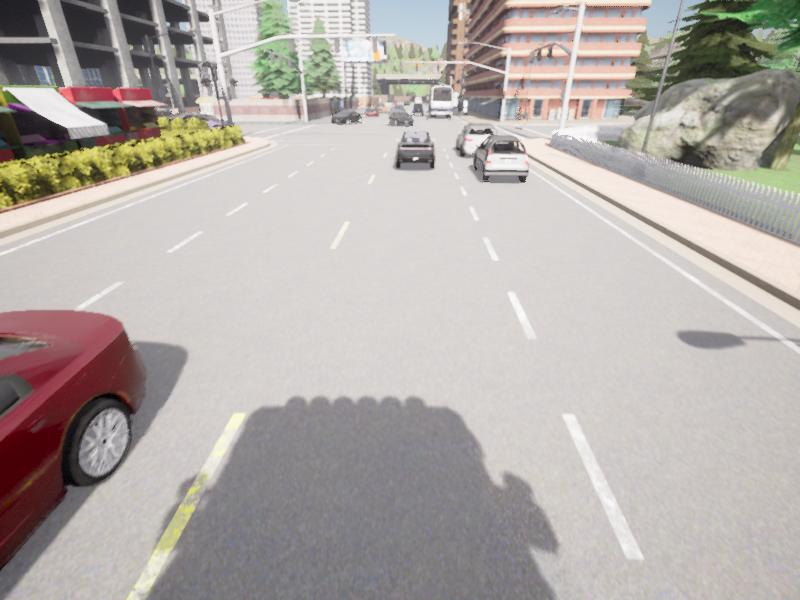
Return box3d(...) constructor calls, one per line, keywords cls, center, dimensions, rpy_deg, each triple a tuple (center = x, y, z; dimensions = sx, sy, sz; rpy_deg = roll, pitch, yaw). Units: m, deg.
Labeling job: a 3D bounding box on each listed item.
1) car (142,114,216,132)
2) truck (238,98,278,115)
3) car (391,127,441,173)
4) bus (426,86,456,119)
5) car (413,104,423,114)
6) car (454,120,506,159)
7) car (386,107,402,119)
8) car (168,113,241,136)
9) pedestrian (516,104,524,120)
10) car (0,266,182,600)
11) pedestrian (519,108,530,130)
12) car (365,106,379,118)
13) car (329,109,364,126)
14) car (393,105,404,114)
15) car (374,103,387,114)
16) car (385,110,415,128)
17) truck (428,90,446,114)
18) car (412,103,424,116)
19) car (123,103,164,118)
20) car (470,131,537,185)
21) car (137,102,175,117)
box3d(cls="car", center=(-20.089, -16.180, 36.558), dimensions=(5.357, 1.411, 2.033), rpy_deg=(1, 27, 2))
box3d(cls="truck", center=(-22.921, -31.267, 64.621), dimensions=(5.204, 2.467, 2.615), rpy_deg=(1, 27, 2))
box3d(cls="car", center=(0.771, -7.438, 19.537), dimensions=(2.128, 1.511, 4.902), rpy_deg=(1, 27, 2))
box3d(cls="bus", center=(6.196, -31.000, 62.584), dimensions=(3.944, 4.253, 10.273), rpy_deg=(1, 27, 2))
box3d(cls="car", center=(3.455, -36.842, 76.974), dimensions=(1.801, 1.575, 5.366), rpy_deg=(1, 27, 2))
box3d(cls="car", center=(4.465, -9.327, 23.066), dimensions=(2.242, 1.667, 4.611), rpy_deg=(1, 27, 2))
box3d(cls="car", center=(-0.832, -28.224, 60.269), dimensions=(2.033, 1.411, 5.357), rpy_deg=(1, 27, 2))
box3d(cls="car", center=(-16.153, -14.619, 33.263), dimensions=(4.856, 1.649, 2.033), rpy_deg=(1, 27, 2))
box3d(cls="pedestrian", center=(15.368, -24.101, 51.357), dimensions=(0.751, 1.860, 0.751), rpy_deg=(8, 28, 14))
box3d(cls="car", center=(-3.550, 1.490, 2.047), dimensions=(1.882, 1.535, 5.008), rpy_deg=(1, 27, 2))
box3d(cls="pedestrian", center=(11.848, -17.192, 38.080), dimensions=(0.751, 1.860, 0.751), rpy_deg=(5, 27, 9))
box3d(cls="car", center=(-4.272, -28.979, 61.595), dimensions=(1.851, 1.617, 3.988), rpy_deg=(1, 27, 2))
box3d(cls="car", center=(-6.070, -21.075, 46.129), dimensions=(1.882, 1.535, 5.008), rpy_deg=(10, 29, 18))
box3d(cls="car", center=(-0.230, -34.836, 73.083), dimensions=(1.837, 1.490, 4.892), rpy_deg=(1, 27, 2))
box3d(cls="car", center=(-3.619, -36.210, 75.445), dimensions=(2.097, 1.767, 4.553), rpy_deg=(1, 27, 2))
box3d(cls="car", center=(-0.030, -19.666, 43.401), dimensions=(1.837, 1.490, 4.892), rpy_deg=(-9, 29, -15))
box3d(cls="truck", center=(6.989, -38.123, 76.976), dimensions=(2.891, 3.827, 8.468), rpy_deg=(1, 27, 2))
box3d(cls="car", center=(2.964, -31.597, 66.363), dimensions=(1.905, 1.878, 3.866), rpy_deg=(1, 27, 2))
box3d(cls="car", center=(-35.028, -25.928, 54.717), dimensions=(3.866, 1.878, 1.905), rpy_deg=(1, 27, 2))
box3d(cls="car", center=(4.145, -6.048, 16.729), dimensions=(1.851, 1.617, 3.988), rpy_deg=(1, 27, 2))
box3d(cls="car", center=(-34.910, -27.267, 57.333), dimensions=(3.866, 1.878, 1.905), rpy_deg=(1, 27, 2))
